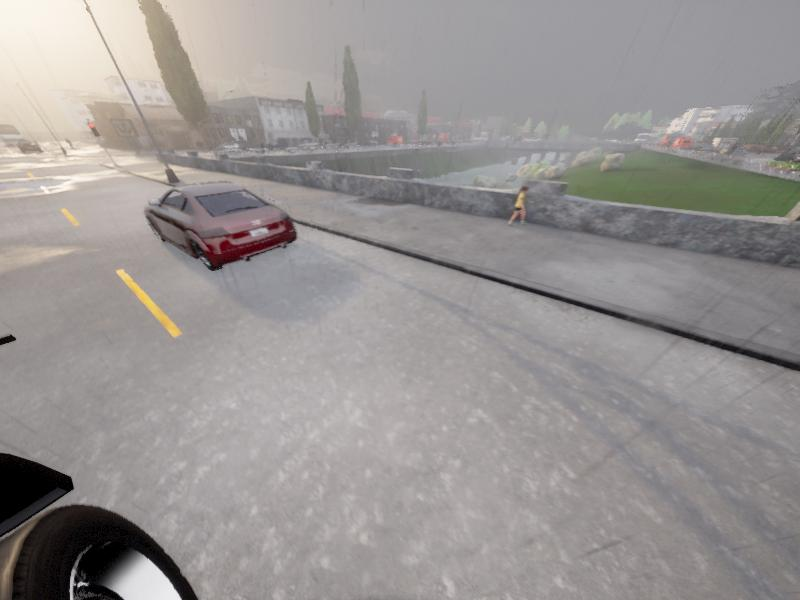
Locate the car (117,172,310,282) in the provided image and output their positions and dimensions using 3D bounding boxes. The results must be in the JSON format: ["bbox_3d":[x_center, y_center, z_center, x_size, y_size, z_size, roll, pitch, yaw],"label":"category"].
[{"bbox_3d":[-4.494,-2.075,5.621,4.181,1.385,1.994,22,41,28],"label":"car"}]

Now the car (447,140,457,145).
[{"bbox_3d":[19.589,-59.433,87.045,1.816,1.474,4.193,22,41,28],"label":"car"}]

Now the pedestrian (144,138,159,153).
[{"bbox_3d":[-37.041,-23.088,34.449,0.751,1.860,0.751,30,45,35],"label":"pedestrian"}]

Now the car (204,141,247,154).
[{"bbox_3d":[-27.907,-24.588,37.176,2.038,1.542,4.974,22,41,28],"label":"car"}]

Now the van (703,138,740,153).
[{"bbox_3d":[66.209,-32.006,47.761,2.351,2.431,6.366,22,41,28],"label":"van"}]

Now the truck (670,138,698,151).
[{"bbox_3d":[67.863,-37.390,55.376,2.627,2.467,5.204,22,41,28],"label":"truck"}]

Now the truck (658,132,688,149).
[{"bbox_3d":[76.470,-44.983,65.038,2.891,3.827,8.468,22,41,28],"label":"truck"}]

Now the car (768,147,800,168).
[{"bbox_3d":[39.997,-14.259,23.087,1.851,1.617,3.988,22,41,28],"label":"car"}]

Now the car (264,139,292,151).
[{"bbox_3d":[-22.717,-28.989,43.155,1.905,1.878,3.866,22,41,28],"label":"car"}]

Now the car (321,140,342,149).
[{"bbox_3d":[-15.331,-34.934,51.895,1.851,1.617,3.988,22,41,28],"label":"car"}]

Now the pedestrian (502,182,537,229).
[{"bbox_3d":[3.351,-2.653,6.506,0.500,1.100,0.500,22,41,28],"label":"pedestrian"}]

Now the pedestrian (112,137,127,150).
[{"bbox_3d":[-50.701,-28.292,41.725,0.751,1.860,0.751,11,37,15],"label":"pedestrian"}]

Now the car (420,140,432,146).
[{"bbox_3d":[8.468,-50.335,74.047,1.816,1.474,4.193,22,41,28],"label":"car"}]

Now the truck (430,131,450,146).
[{"bbox_3d":[13.920,-55.743,79.726,2.891,3.827,8.468,22,41,28],"label":"truck"}]

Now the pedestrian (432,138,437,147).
[{"bbox_3d":[9.373,-42.859,62.911,0.751,1.860,0.751,20,40,26],"label":"pedestrian"}]

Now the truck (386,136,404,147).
[{"bbox_3d":[-1.517,-46.584,67.782,2.627,2.467,5.204,22,41,28],"label":"truck"}]

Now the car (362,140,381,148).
[{"bbox_3d":[-7.444,-41.396,61.097,1.930,1.638,5.238,22,41,28],"label":"car"}]

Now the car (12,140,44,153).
[{"bbox_3d":[-59.449,-24.607,36.921,4.974,1.542,2.038,22,41,28],"label":"car"}]

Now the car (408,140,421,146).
[{"bbox_3d":[4.815,-51.370,75.465,1.837,1.490,4.892,22,41,28],"label":"car"}]

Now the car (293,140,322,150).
[{"bbox_3d":[-18.990,-31.936,47.598,2.152,1.651,5.027,22,41,28],"label":"car"}]

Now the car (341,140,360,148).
[{"bbox_3d":[-11.921,-37.722,55.878,1.851,1.617,3.988,22,41,28],"label":"car"}]
